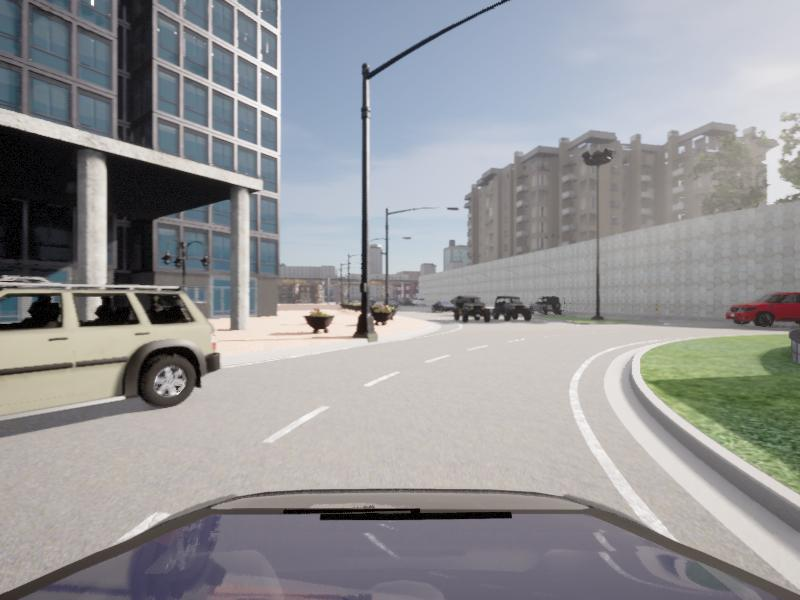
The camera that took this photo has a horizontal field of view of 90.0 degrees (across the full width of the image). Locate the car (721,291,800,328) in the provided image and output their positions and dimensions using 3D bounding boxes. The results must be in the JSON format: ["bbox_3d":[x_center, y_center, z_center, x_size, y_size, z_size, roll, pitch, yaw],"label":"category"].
[{"bbox_3d":[22.412,0.551,23.206,5.566,2.045,2.150,0,0,10],"label":"car"}]

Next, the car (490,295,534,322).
[{"bbox_3d":[8.507,0.611,30.736,1.905,1.878,3.866,0,0,-6],"label":"car"}]

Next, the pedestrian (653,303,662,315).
[{"bbox_3d":[24.476,0.830,38.042,0.500,1.100,0.500,0,0,-14],"label":"pedestrian"}]

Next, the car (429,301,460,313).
[{"bbox_3d":[5.333,0.835,48.665,2.033,1.411,5.357,0,0,-13],"label":"car"}]

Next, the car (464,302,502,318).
[{"bbox_3d":[7.622,0.900,37.342,1.895,1.301,4.718,0,0,-9],"label":"car"}]

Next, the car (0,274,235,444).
[{"bbox_3d":[-4.865,0.641,5.303,1.932,1.855,4.605,1,1,37],"label":"car"}]

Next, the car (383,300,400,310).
[{"bbox_3d":[-1.413,0.763,62.914,1.837,1.490,4.892,0,0,-13],"label":"car"}]

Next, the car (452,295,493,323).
[{"bbox_3d":[5.168,0.611,29.142,1.905,1.878,3.866,0,0,-6],"label":"car"}]

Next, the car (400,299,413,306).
[{"bbox_3d":[1.592,0.699,97.809,2.242,1.667,4.611,0,0,-13],"label":"car"}]

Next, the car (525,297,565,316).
[{"bbox_3d":[14.631,0.602,40.543,1.905,1.878,3.866,0,0,-16],"label":"car"}]

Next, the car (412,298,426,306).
[{"bbox_3d":[4.718,0.447,99.879,2.150,2.045,5.566,0,0,-13],"label":"car"}]
